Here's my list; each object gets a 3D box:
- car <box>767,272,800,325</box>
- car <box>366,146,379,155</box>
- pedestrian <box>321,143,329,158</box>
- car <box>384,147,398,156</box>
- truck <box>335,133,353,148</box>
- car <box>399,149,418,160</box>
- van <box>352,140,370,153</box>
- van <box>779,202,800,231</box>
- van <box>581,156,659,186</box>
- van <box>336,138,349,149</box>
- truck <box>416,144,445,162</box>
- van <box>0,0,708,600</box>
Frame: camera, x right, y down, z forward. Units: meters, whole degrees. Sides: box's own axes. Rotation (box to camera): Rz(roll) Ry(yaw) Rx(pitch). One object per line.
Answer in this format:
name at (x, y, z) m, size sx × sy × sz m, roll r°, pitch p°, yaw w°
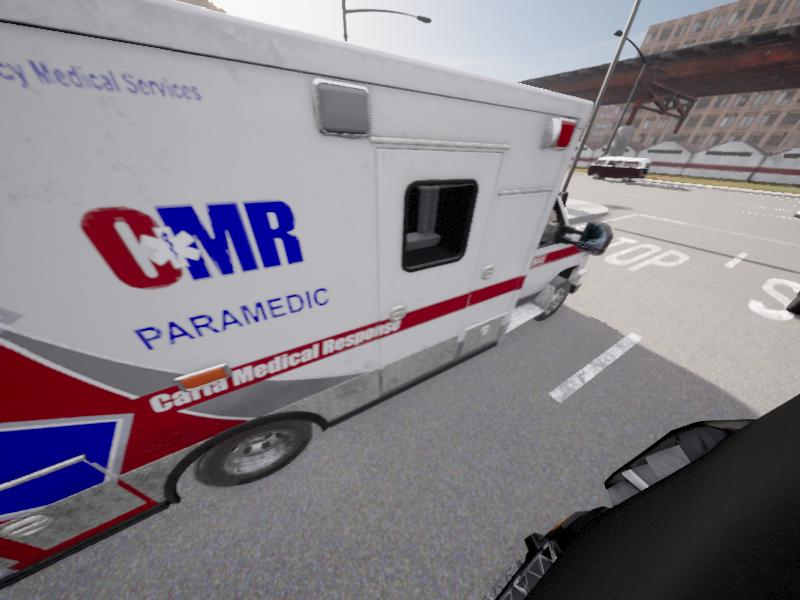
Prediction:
car at (8.305, -0.357, 3.609) m, size 3.633 × 1.501 × 1.845 m, roll -15°, pitch 38°, yaw -25°
car at (-6.547, -35.544, 54.800) m, size 1.789 × 1.549 × 3.705 m, roll -16°, pitch 39°, yaw -26°
pedestrian at (-11.465, -22.779, 35.168) m, size 0.751 × 1.860 × 0.751 m, roll -19°, pitch 39°, yaw -29°
car at (-2.096, -34.938, 54.316) m, size 1.845 × 1.501 × 3.633 m, roll -16°, pitch 39°, yaw -26°
truck at (-18.636, -53.133, 77.046) m, size 2.891 × 3.827 × 8.468 m, roll -16°, pitch 39°, yaw -26°
car at (1.624, -27.174, 43.220) m, size 1.789 × 1.549 × 3.705 m, roll -16°, pitch 39°, yaw -26°
van at (-10.146, -39.662, 59.652) m, size 2.351 × 2.431 × 6.366 m, roll -16°, pitch 39°, yaw -26°
van at (18.120, -2.867, 7.129) m, size 5.915 × 2.561 × 1.988 m, roll 22°, pitch 36°, yaw 26°
van at (20.569, -12.296, 21.858) m, size 2.069 × 2.038 × 4.480 m, roll -16°, pitch 38°, yaw -26°
van at (-17.316, -47.187, 69.716) m, size 1.988 × 2.561 × 5.915 m, roll -16°, pitch 39°, yaw -26°
truck at (5.593, -27.496, 43.169) m, size 2.627 × 2.467 × 5.204 m, roll -16°, pitch 38°, yaw -26°
van at (-0.279, -0.523, 2.462) m, size 6.366 × 2.431 × 2.351 m, roll -16°, pitch 38°, yaw -26°
